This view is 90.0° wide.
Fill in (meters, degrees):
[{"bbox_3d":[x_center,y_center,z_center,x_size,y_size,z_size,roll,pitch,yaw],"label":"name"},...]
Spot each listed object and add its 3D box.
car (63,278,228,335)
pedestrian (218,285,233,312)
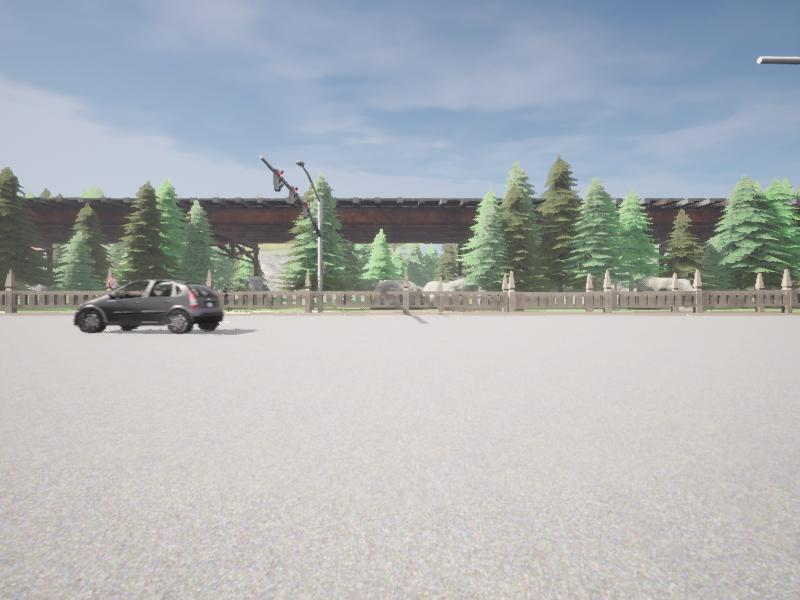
[{"bbox_3d":[-7.712,0.188,12.394,3.988,1.617,1.851,0,0,4],"label":"car"},{"bbox_3d":[-12.363,-0.115,28.339,0.751,1.860,0.751,0,0,1],"label":"pedestrian"}]
